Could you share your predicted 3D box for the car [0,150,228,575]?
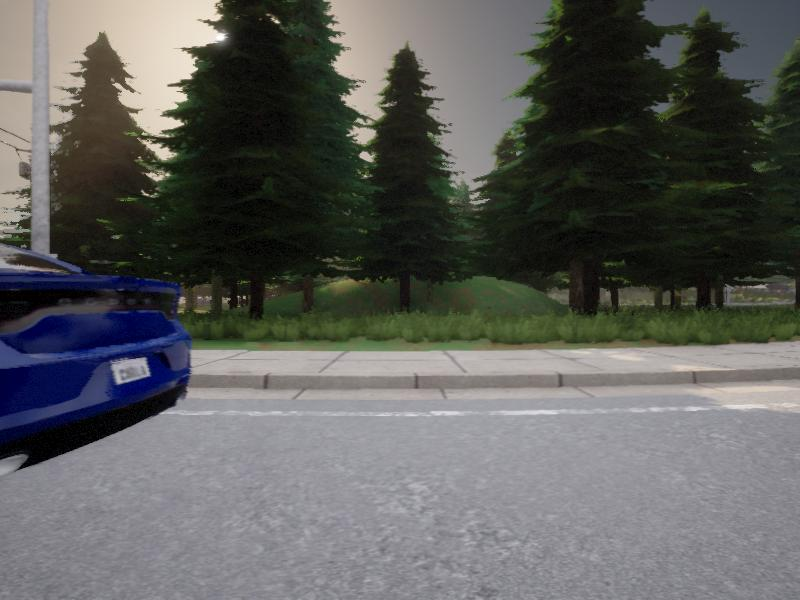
[{"bbox_3d":[-3.890,0.227,2.320,5.008,1.535,1.882,0,0,4],"label":"car"}]
